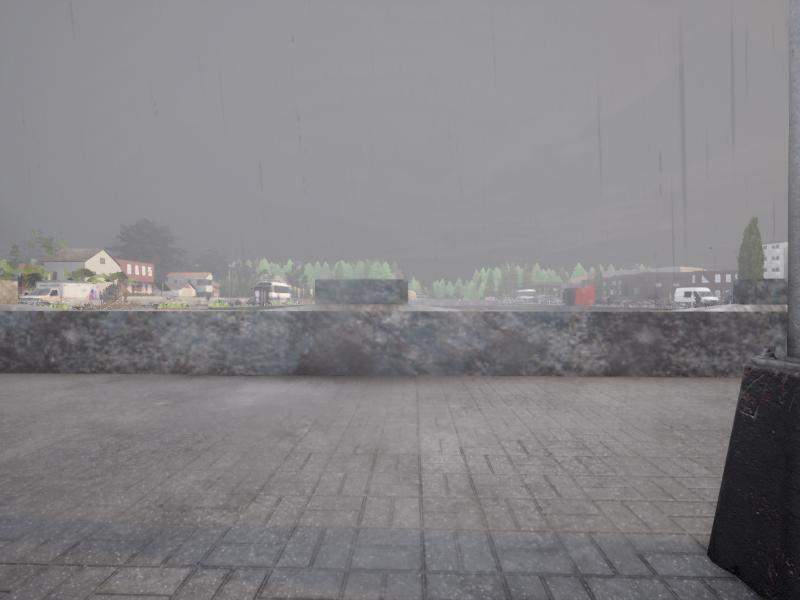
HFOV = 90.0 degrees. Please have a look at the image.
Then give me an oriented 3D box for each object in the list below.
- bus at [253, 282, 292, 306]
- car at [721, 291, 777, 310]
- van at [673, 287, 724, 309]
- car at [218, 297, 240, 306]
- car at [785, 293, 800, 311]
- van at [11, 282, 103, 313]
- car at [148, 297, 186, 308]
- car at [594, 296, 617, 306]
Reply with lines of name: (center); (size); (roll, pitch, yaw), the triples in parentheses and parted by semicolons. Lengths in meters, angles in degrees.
bus: (-24.108, -1.139, 76.386); (3.944, 4.253, 10.273); (0, 0, 2)
car: (36.603, 0.052, 42.120); (1.932, 1.855, 4.605); (0, 0, 2)
van: (36.850, -0.277, 49.654); (1.988, 2.561, 5.915); (0, 0, 2)
car: (-28.324, 0.296, 66.477); (1.970, 1.475, 3.806); (0, 0, 2)
car: (36.340, 0.201, 34.239); (1.801, 1.575, 5.366); (0, 0, 2)
van: (-29.402, -0.222, 34.667); (2.351, 2.431, 6.366); (0, 0, 2)
car: (-28.887, 0.344, 49.834); (1.895, 1.301, 4.718); (0, 0, 2)
car: (37.652, 0.098, 73.486); (2.097, 1.767, 4.553); (0, 0, 2)
